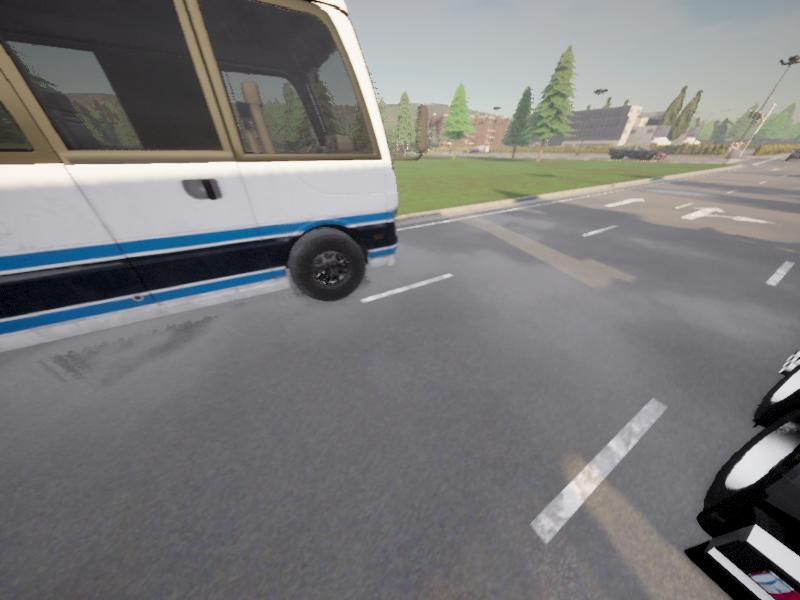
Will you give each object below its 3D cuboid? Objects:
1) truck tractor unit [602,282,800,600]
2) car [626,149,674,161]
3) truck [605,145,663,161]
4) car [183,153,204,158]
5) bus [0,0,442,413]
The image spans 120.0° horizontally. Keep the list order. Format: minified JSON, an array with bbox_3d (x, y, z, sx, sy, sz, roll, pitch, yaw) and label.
[{"bbox_3d":[5.120,-0.289,0.775,6.516,4.208,3.053,-17,37,-23],"label":"truck tractor unit"},{"bbox_3d":[43.536,-25.440,40.339,2.152,1.651,5.027,-18,37,-24],"label":"car"},{"bbox_3d":[39.905,-25.215,39.637,2.390,2.098,6.274,-18,37,-24],"label":"truck"},{"bbox_3d":[-66.726,-46.800,74.767,4.674,1.442,1.812,-17,37,-23],"label":"car"},{"bbox_3d":[-4.972,-1.593,2.895,10.273,4.253,3.944,-17,37,-24],"label":"bus"}]
